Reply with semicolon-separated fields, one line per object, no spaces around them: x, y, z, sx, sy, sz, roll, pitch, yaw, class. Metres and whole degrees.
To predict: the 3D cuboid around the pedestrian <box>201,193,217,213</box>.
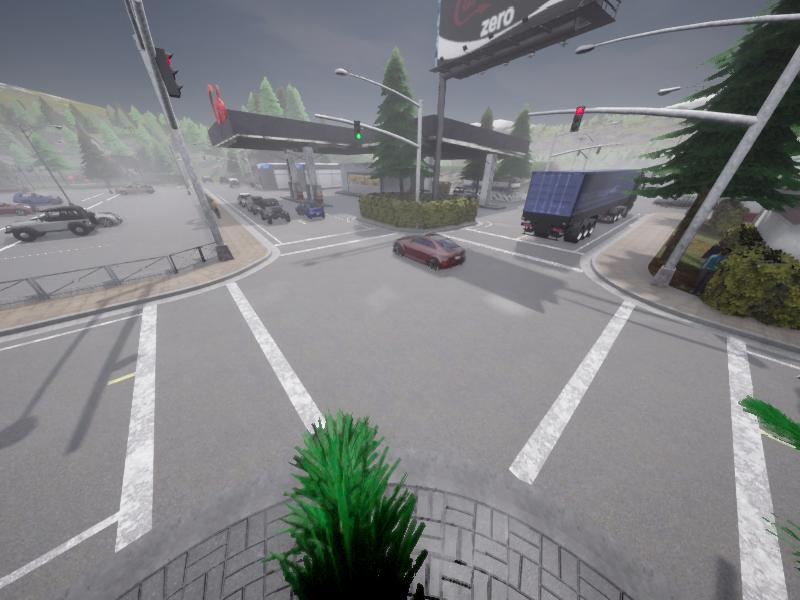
-20.735;-10.587;25.121;0.751;1.860;0.751;-23;37;-34;pedestrian

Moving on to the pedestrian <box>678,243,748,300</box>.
11.558;-1.045;8.594;0.751;1.860;0.751;-15;33;-25;pedestrian

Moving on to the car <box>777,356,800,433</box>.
10.255;2.467;3.102;2.152;1.651;5.027;-23;37;-34;car

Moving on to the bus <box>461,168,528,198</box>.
16.718;-21.582;42.125;3.944;4.253;10.273;-22;37;-33;bus

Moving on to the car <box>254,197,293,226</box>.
-11.869;-8.361;21.588;1.905;1.878;3.866;-22;37;-33;car

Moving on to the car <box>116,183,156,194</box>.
-49.532;-20.953;43.472;4.514;1.523;2.007;-23;37;-34;car

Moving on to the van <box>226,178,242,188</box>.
-41.013;-28.867;56.954;2.069;2.038;4.480;-22;37;-33;van

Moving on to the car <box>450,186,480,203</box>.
9.747;-16.005;34.849;1.905;1.878;3.866;-23;37;-34;car

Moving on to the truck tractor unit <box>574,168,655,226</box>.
19.680;-9.715;21.227;6.516;4.208;3.053;-23;37;-33;truck tractor unit

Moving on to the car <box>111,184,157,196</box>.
-47.482;-19.774;41.410;5.027;1.636;2.152;-23;37;-34;car

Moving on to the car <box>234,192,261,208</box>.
-19.994;-13.111;30.230;1.970;1.475;3.806;-22;37;-33;car

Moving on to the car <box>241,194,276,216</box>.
-15.972;-10.737;25.967;2.033;1.649;4.856;-22;37;-33;car

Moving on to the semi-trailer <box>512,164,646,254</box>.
13.587;-7.279;16.804;14.254;4.402;2.717;-22;37;-34;semi-trailer

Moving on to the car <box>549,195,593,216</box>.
18.519;-10.345;25.021;4.902;1.511;2.128;-22;37;-33;car

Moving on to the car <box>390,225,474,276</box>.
1.512;-2.843;12.424;1.994;1.385;4.181;-22;36;-34;car

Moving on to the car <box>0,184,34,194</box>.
-75.561;-21.354;44.506;4.792;1.488;2.163;-23;37;-34;car

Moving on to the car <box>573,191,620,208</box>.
24.568;-12.663;28.967;4.611;1.667;2.242;-11;32;-21;car

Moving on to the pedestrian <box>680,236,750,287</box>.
12.664;-1.552;9.358;0.751;1.860;0.751;-8;31;-13;pedestrian

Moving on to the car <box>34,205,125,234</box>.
-25.501;-6.610;18.671;3.806;1.475;1.970;-23;37;-34;car

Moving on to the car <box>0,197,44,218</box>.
-39.420;-8.945;22.590;4.514;1.523;2.007;-23;37;-34;car

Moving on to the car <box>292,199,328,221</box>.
-9.272;-9.356;23.728;1.816;1.474;4.193;-22;37;-33;car

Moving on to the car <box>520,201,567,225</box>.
13.323;-8.082;21.356;4.674;1.442;1.812;-22;36;-34;car

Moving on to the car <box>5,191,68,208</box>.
-45.788;-12.777;29.270;3.633;1.501;1.845;-23;37;-34;car

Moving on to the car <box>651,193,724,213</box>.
34.435;-11.850;28.015;5.357;1.411;2.033;27;40;35;car

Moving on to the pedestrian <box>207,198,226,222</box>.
-16.689;-8.196;20.980;0.751;1.860;0.751;-22;37;-33;pedestrian

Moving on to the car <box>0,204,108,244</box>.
-23.841;-5.383;15.979;3.866;1.878;1.905;-23;37;-34;car

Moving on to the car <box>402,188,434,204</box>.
2.620;-15.713;34.677;2.242;1.667;4.611;-23;37;-34;car
